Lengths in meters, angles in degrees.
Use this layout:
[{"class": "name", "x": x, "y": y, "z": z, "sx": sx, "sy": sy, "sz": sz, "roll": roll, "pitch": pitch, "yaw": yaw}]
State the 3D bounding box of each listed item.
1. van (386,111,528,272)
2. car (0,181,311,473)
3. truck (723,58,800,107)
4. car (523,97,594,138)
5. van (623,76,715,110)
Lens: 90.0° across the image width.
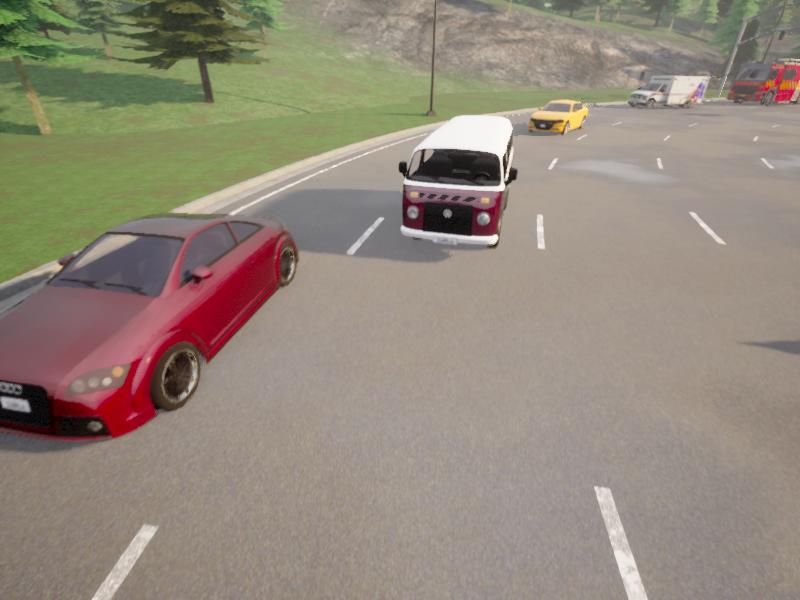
[{"class": "van", "x": 1.409, "y": -2.598, "z": 8.438, "sx": 2.069, "sy": 2.038, "sz": 4.480, "roll": 8, "pitch": 32, "yaw": 14}, {"class": "car", "x": -2.929, "y": -0.243, "z": 5.030, "sx": 1.994, "sy": 1.385, "sz": 4.181, "roll": 6, "pitch": 31, "yaw": 9}, {"class": "truck", "x": 35.943, "y": -20.768, "z": 38.185, "sx": 8.468, "sy": 3.827, "sz": 2.891, "roll": -11, "pitch": 32, "yaw": -18}, {"class": "car", "x": 8.607, "y": -9.906, "z": 21.530, "sx": 1.882, "sy": 1.535, "sz": 5.008, "roll": 21, "pitch": 36, "yaw": 31}, {"class": "van", "x": 22.835, "y": -17.680, "z": 34.120, "sx": 6.366, "sy": 2.431, "sz": 2.351, "roll": -8, "pitch": 32, "yaw": -15}]
